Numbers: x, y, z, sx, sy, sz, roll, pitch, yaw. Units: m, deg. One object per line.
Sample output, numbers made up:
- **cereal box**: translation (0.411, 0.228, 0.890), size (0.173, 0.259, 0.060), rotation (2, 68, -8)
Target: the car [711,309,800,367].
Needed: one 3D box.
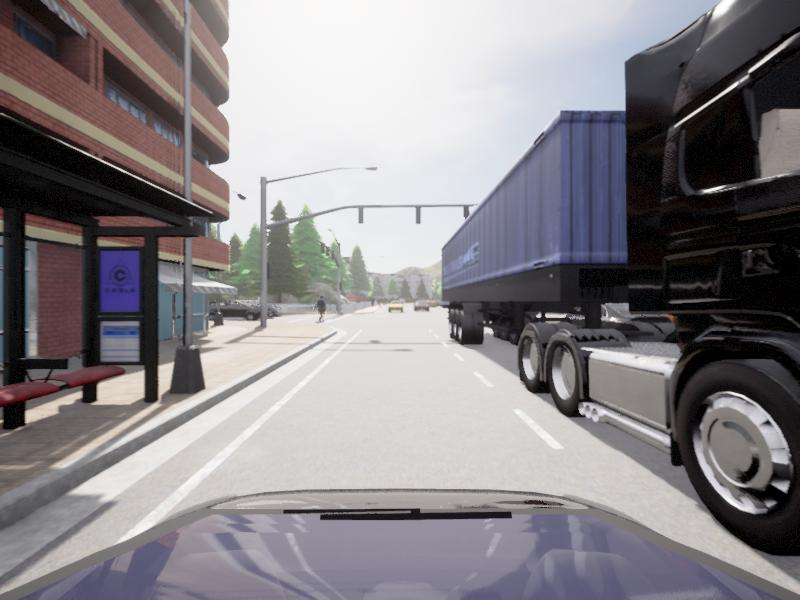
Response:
- **car**: translation (10.386, 0.932, 9.746), size (1.895, 1.301, 4.718), rotation (0, 0, -1)

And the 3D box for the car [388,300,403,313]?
- **car**: translation (-0.501, 0.745, 49.989), size (1.801, 1.575, 5.366), rotation (0, 0, 1)

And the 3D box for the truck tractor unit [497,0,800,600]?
- **truck tractor unit**: translation (3.442, -0.503, 4.518), size (3.053, 4.208, 6.516), rotation (0, 0, -1)

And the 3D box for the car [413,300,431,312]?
- **car**: translation (2.904, 0.790, 54.645), size (2.163, 1.488, 4.792), rotation (0, 0, -1)

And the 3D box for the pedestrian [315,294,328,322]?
- **pedestrian**: translation (-5.402, 0.553, 27.676), size (0.751, 1.860, 0.751), rotation (0, 0, 1)

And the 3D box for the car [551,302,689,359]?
- **car**: translation (6.846, 0.829, 13.219), size (1.837, 1.490, 4.892), rotation (0, 0, -1)

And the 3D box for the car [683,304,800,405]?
- **car**: translation (6.925, 0.837, 6.010), size (1.837, 1.490, 4.892), rotation (0, 0, -1)

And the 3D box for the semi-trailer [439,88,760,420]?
- **semi-trailer**: translation (3.353, -0.634, 12.436), size (2.717, 4.402, 14.254), rotation (0, 0, -1)

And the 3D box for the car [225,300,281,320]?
- **car**: translation (-11.289, 0.762, 30.999), size (3.806, 1.475, 1.970), rotation (0, 0, -12)

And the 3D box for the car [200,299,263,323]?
- **car**: translation (-11.461, 0.728, 27.434), size (3.705, 1.549, 1.789), rotation (0, 0, -13)
